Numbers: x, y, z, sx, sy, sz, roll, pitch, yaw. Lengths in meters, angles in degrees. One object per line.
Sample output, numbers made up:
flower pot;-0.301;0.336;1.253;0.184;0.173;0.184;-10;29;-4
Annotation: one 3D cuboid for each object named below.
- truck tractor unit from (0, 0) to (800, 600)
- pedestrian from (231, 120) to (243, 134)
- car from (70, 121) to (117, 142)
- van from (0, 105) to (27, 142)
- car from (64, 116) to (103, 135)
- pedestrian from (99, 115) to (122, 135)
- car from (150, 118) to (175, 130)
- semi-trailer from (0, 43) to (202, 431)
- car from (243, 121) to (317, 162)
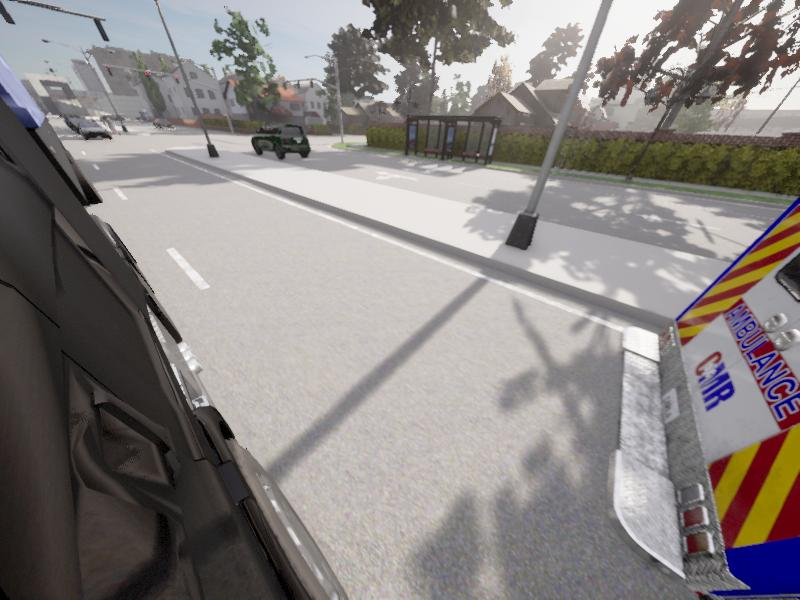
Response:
truck tractor unit;-2.645;-0.295;0.352;6.516;4.208;3.053;28;44;30
pedestrian;-27.271;-28.969;38.662;0.751;1.860;0.751;27;43;29
car;-30.113;-16.592;22.658;5.357;1.411;2.033;28;44;30
van;-34.243;-13.256;17.085;6.366;2.431;2.351;-28;47;-35
car;-38.557;-21.245;28.108;5.238;1.638;1.930;28;44;29
pedestrian;-34.660;-20.925;27.709;0.751;1.860;0.751;10;38;10
car;-46.747;-34.616;45.413;5.027;1.651;2.152;28;44;30
semi-trailer;-8.696;-3.612;4.221;14.254;4.402;2.717;28;44;30
car;-8.915;-11.779;17.064;5.566;2.045;2.150;28;44;30
